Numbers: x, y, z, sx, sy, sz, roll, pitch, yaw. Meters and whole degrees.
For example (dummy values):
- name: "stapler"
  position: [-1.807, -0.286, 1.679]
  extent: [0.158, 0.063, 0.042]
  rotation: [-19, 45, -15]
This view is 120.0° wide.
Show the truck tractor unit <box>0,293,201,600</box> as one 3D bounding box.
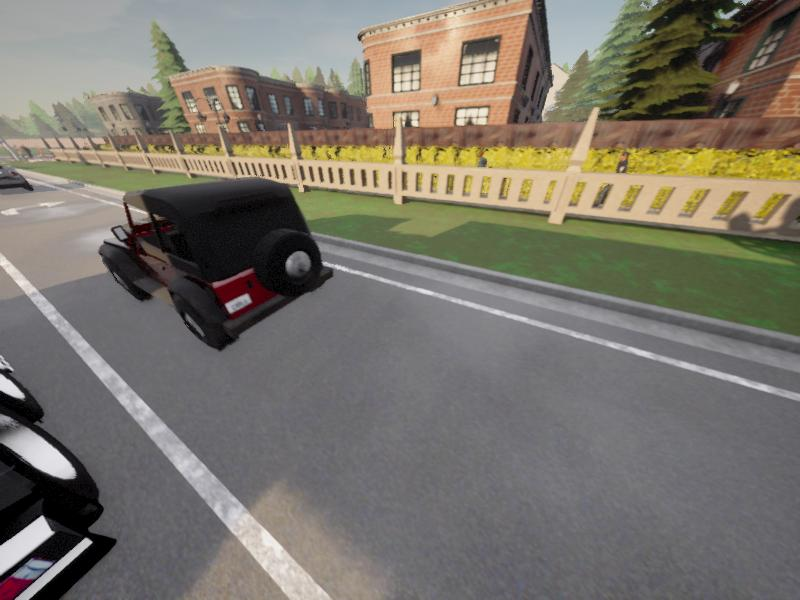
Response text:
- name: "truck tractor unit"
  position: [-5.159, -0.250, 0.712]
  extent: [6.516, 4.208, 3.053]
  rotation: [16, 38, 22]

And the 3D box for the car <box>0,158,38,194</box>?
- name: "car"
  position: [-22.870, -6.911, 12.859]
  extent: [3.806, 1.475, 1.970]
  rotation: [17, 38, 24]

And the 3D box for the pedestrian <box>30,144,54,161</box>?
- name: "pedestrian"
  position: [-46.765, -19.224, 30.151]
  extent: [0.751, 1.860, 0.751]
  rotation: [14, 37, 19]

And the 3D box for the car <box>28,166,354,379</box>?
- name: "car"
  position: [-2.969, -0.858, 3.622]
  extent: [3.866, 1.878, 1.905]
  rotation: [17, 38, 24]

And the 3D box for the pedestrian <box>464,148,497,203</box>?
- name: "pedestrian"
  position: [3.180, -4.968, 9.231]
  extent: [0.751, 1.860, 0.751]
  rotation: [21, 40, 27]

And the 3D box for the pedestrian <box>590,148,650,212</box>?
- name: "pedestrian"
  position: [7.514, -4.154, 8.026]
  extent: [0.751, 1.860, 0.751]
  rotation: [18, 39, 24]
